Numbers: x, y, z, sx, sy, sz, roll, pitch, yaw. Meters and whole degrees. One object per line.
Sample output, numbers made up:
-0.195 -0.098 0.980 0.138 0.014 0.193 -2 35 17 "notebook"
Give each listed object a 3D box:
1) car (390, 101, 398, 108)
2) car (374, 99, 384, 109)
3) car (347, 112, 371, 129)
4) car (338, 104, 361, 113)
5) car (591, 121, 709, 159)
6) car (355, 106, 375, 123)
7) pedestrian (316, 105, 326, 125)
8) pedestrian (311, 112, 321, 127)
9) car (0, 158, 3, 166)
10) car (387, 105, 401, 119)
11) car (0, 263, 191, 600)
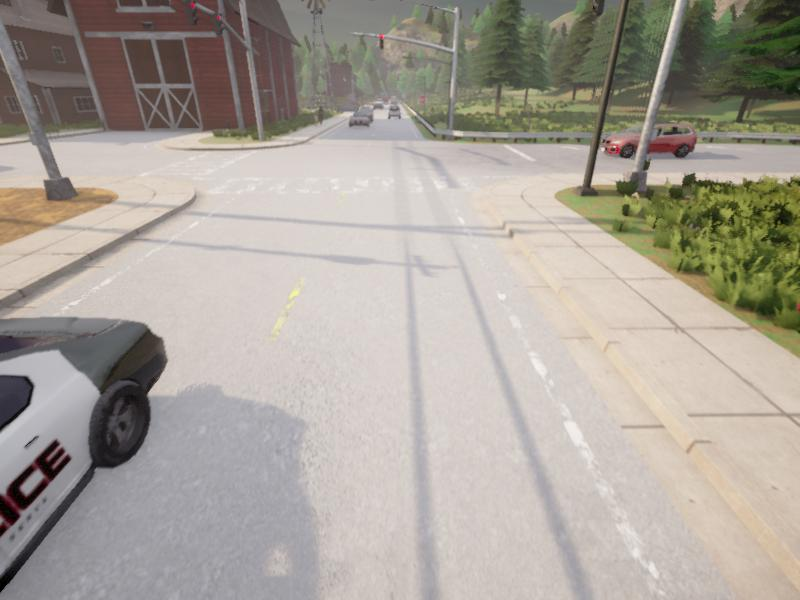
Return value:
-1.426 -48.401 98.957 1.816 1.474 4.193 0 27 -1 "car"
-4.843 -45.823 93.321 2.150 2.045 5.566 0 27 -1 "car"
-4.044 -18.112 40.266 1.994 1.385 4.181 0 27 -1 "car"
-9.379 -35.444 73.907 4.181 1.385 1.994 -4 28 -7 "car"
13.248 -8.625 21.481 4.611 1.667 2.242 -1 27 -1 "car"
-4.167 -22.454 48.396 1.930 1.638 5.238 0 27 -1 "car"
-8.133 -19.080 41.215 0.751 1.860 0.751 -2 27 -3 "pedestrian"
-8.112 -17.418 38.601 0.751 1.300 0.751 -1 27 -1 "pedestrian"
-20.307 -6.496 17.449 3.633 1.501 1.845 -1 28 -2 "car"
-0.772 -26.166 55.644 1.851 1.617 3.988 0 27 -1 "car"
-3.433 1.466 2.081 2.038 1.542 4.974 0 27 0 "car"
